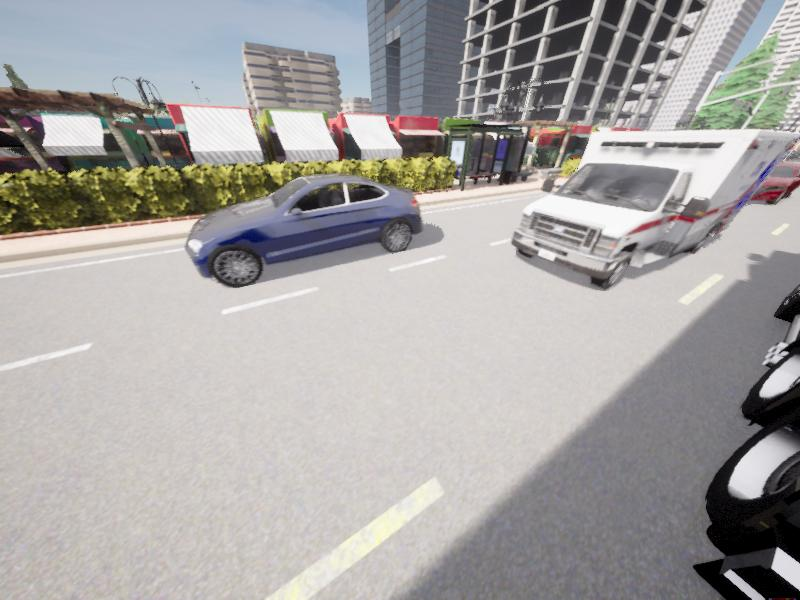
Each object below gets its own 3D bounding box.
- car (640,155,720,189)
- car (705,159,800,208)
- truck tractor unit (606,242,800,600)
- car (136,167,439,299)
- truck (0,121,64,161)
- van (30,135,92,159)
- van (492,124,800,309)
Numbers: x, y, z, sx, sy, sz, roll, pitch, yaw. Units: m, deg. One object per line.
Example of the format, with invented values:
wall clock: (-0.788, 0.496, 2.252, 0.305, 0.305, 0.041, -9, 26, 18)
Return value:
car: (17.099, -7.907, 14.170, 3.633, 1.501, 1.845, -17, 39, -24)
car: (17.143, -5.632, 10.890, 5.008, 1.535, 1.882, -18, 39, -24)
truck tractor unit: (5.068, -0.342, 0.832, 6.516, 4.208, 3.053, -20, 40, -26)
car: (-1.855, -1.923, 5.333, 5.027, 1.651, 2.152, -18, 39, -24)
truck: (-49.103, -20.400, 29.598, 2.891, 3.827, 8.468, -17, 38, -23)
van: (-46.362, -21.166, 31.844, 1.988, 2.561, 5.915, -17, 38, -23)
van: (5.550, -2.314, 5.249, 6.366, 2.431, 2.351, -18, 39, -24)
